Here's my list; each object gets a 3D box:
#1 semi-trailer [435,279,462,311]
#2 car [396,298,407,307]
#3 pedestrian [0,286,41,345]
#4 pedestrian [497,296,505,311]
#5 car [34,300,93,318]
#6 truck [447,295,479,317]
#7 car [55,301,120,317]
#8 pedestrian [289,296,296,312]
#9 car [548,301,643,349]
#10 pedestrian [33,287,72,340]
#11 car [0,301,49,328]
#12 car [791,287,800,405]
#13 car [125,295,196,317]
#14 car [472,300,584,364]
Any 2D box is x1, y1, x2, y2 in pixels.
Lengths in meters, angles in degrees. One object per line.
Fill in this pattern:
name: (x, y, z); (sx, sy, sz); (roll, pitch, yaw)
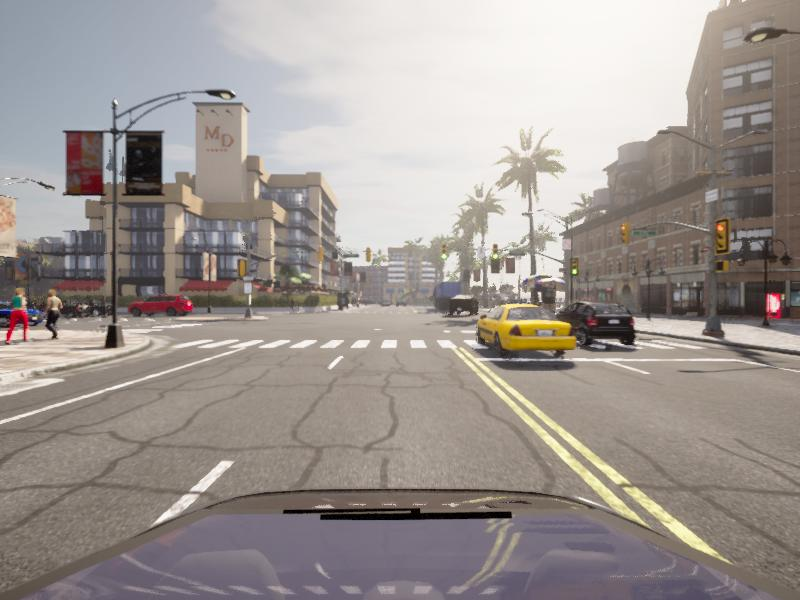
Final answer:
semi-trailer: (7.319, -0.635, 62.267); (2.717, 4.402, 14.254); (0, 0, 2)
car: (0.364, 0.542, 90.123); (2.150, 2.045, 5.566); (0, 0, -3)
pedestrian: (-12.317, 0.481, 12.949); (0.751, 1.860, 0.751); (0, 0, -7)
pedestrian: (13.301, 0.470, 52.656); (0.751, 1.860, 0.751); (0, 0, 30)
car: (-29.547, 0.805, 35.225); (3.705, 1.549, 1.789); (0, 0, 0)
truck: (6.644, 0.530, 41.384); (2.390, 2.098, 6.274); (1, 0, 17)
car: (-30.184, 0.834, 38.724); (4.892, 1.490, 1.837); (0, 0, 0)
pedestrian: (-12.776, 0.472, 47.474); (0.751, 1.860, 0.751); (0, 0, -24)
car: (7.142, 0.814, 15.095); (1.789, 1.549, 3.705); (0, 1, 0)
pedestrian: (-12.558, 0.481, 14.469); (0.751, 1.860, 0.751); (0, 0, 12)
car: (-24.163, 0.817, 23.734); (5.008, 1.535, 1.882); (0, 0, 0)
car: (7.061, 0.693, 3.883); (2.097, 1.767, 4.553); (0, 0, 0)
car: (-23.143, 0.558, 38.752); (5.566, 2.045, 2.150); (0, 0, 0)
car: (3.621, 0.797, 12.496); (1.801, 1.575, 5.366); (0, 0, 0)
